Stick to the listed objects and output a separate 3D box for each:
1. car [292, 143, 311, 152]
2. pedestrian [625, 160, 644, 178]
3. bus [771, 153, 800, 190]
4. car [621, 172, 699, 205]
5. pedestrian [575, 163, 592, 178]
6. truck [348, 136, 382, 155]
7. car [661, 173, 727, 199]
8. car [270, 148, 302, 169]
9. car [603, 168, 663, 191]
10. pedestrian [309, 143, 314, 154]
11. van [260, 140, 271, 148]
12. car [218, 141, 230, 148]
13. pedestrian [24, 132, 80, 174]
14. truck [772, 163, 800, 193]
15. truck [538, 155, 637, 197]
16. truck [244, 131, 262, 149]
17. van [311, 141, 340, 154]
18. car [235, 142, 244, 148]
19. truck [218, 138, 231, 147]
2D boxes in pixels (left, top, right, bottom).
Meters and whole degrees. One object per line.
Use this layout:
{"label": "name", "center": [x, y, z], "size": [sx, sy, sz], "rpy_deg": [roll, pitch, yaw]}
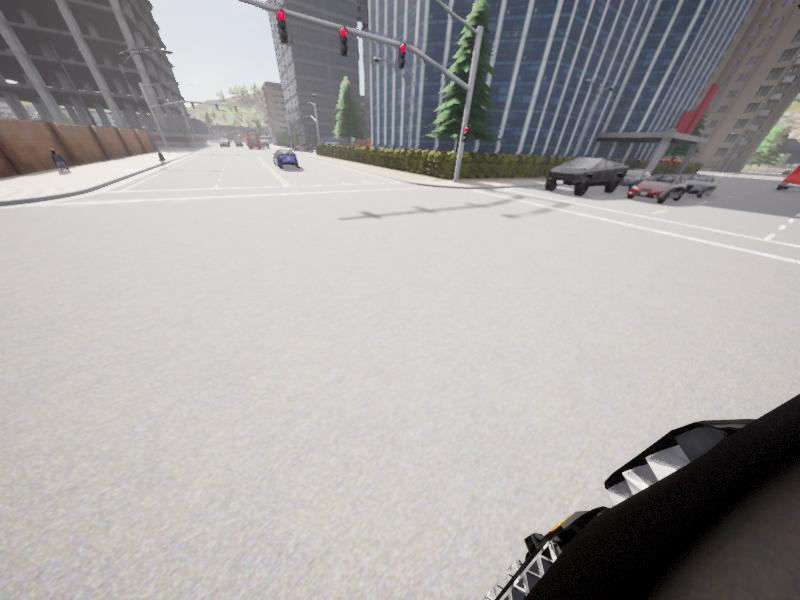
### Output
{"label": "car", "center": [-24.761, -38.357, 58.099], "size": [3.866, 1.878, 1.905], "rpy_deg": [-10, 36, -19]}
{"label": "pedestrian", "center": [28.828, -16.141, 28.418], "size": [0.751, 1.860, 0.751], "rpy_deg": [-16, 38, -26]}
{"label": "bus", "center": [50.631, -15.790, 27.733], "size": [10.273, 4.253, 3.944], "rpy_deg": [-16, 38, -26]}
{"label": "car", "center": [16.238, -7.044, 14.431], "size": [4.193, 1.474, 1.816], "rpy_deg": [-16, 38, -26]}
{"label": "pedestrian", "center": [19.725, -13.887, 24.830], "size": [0.751, 1.300, 0.751], "rpy_deg": [-12, 36, -21]}
{"label": "truck", "center": [-9.282, -41.369, 62.052], "size": [8.468, 3.827, 2.891], "rpy_deg": [-16, 38, -26]}
{"label": "car", "center": [22.290, -8.725, 17.522], "size": [4.181, 1.385, 1.994], "rpy_deg": [-17, 38, -27]}
{"label": "car", "center": [-11.357, -14.072, 22.920], "size": [2.007, 1.525, 4.514], "rpy_deg": [-16, 38, -26]}
{"label": "car", "center": [19.739, -10.263, 19.570], "size": [4.674, 1.442, 1.812], "rpy_deg": [-16, 38, -26]}
{"label": "pedestrian", "center": [-17.552, -30.030, 45.822], "size": [0.751, 1.860, 0.751], "rpy_deg": [-11, 36, -20]}
{"label": "van", "center": [-41.756, -48.316, 71.616], "size": [2.069, 2.038, 4.480], "rpy_deg": [-16, 38, -26]}
{"label": "car", "center": [-46.938, -41.588, 61.659], "size": [2.033, 1.411, 5.357], "rpy_deg": [-16, 38, -26]}
{"label": "pedestrian", "center": [-18.661, -7.905, 12.459], "size": [0.751, 1.860, 0.751], "rpy_deg": [-19, 39, -29]}
{"label": "truck", "center": [42.353, -12.634, 23.952], "size": [5.204, 2.467, 2.627], "rpy_deg": [-16, 38, -26]}
{"label": "truck", "center": [12.950, -8.604, 15.958], "size": [6.274, 2.098, 2.390], "rpy_deg": [-16, 38, -26]}
{"label": "truck", "center": [-40.118, -43.620, 63.054], "size": [2.891, 3.827, 8.468], "rpy_deg": [-16, 38, -26]}
{"label": "van", "center": [-18.525, -38.111, 57.699], "size": [6.366, 2.431, 2.351], "rpy_deg": [-16, 38, -27]}
{"label": "car", "center": [-45.826, -44.307, 65.929], "size": [1.895, 1.301, 4.718], "rpy_deg": [-16, 38, -26]}
{"label": "truck", "center": [-51.359, -46.278, 67.746], "size": [2.390, 2.098, 6.274], "rpy_deg": [-16, 38, -26]}
